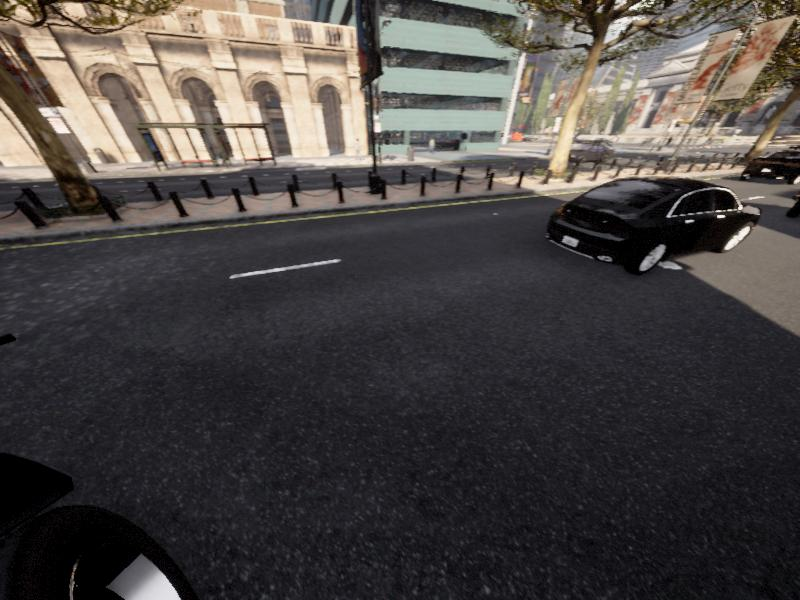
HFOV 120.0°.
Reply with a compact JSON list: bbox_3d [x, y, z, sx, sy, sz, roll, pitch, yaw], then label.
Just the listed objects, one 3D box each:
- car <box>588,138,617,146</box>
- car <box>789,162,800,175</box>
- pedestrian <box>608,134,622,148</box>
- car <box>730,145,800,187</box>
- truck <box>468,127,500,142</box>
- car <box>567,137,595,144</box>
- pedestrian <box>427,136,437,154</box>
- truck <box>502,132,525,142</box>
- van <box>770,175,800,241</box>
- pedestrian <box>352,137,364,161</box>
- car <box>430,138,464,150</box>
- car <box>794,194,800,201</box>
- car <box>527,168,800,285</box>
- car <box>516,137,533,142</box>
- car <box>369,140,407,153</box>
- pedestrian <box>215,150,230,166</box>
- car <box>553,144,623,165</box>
[{"bbox_3d":[44.583,-35.003,51.027,1.994,1.385,4.181,-12,37,-16],"label":"car"},{"bbox_3d":[27.514,-8.637,14.401,3.806,1.475,1.970,-12,37,-16],"label":"car"},{"bbox_3d":[36.923,-27.329,39.703,0.751,1.860,0.751,-6,36,-8],"label":"pedestrian"},{"bbox_3d":[21.573,-7.449,12.649,5.238,1.638,1.930,-12,37,-16],"label":"car"},{"bbox_3d":[26.502,-52.466,73.349,8.468,3.827,2.891,22,41,28],"label":"truck"},{"bbox_3d":[45.272,-39.939,57.873,2.033,1.411,5.357,-12,37,-16],"label":"car"},{"bbox_3d":[4.017,-19.410,28.914,0.751,1.860,0.751,-16,39,-21],"label":"pedestrian"},{"bbox_3d":[35.173,-50.532,71.763,2.627,2.467,5.204,-30,45,-34],"label":"truck"},{"bbox_3d":[12.339,-2.732,5.808,4.480,2.038,2.069,-30,45,-34],"label":"van"},{"bbox_3d":[-3.873,-14.029,21.483,0.751,1.860,0.751,-11,37,-15],"label":"pedestrian"},{"bbox_3d":[7.859,-26.256,38.806,4.902,1.511,2.128,-12,37,-16],"label":"car"},{"bbox_3d":[18.651,-4.663,8.793,5.238,1.638,1.930,-12,37,-16],"label":"car"},{"bbox_3d":[5.679,-1.861,5.110,4.892,1.490,1.837,-12,37,-16],"label":"car"},{"bbox_3d":[39.182,-50.606,72.765,1.994,1.385,4.181,-30,45,-34],"label":"car"},{"bbox_3d":[-1.665,-21.648,32.531,4.786,1.482,2.161,-12,37,-16],"label":"car"},{"bbox_3d":[-14.375,-11.523,18.721,0.500,1.100,0.500,-12,37,-16],"label":"pedestrian"},{"bbox_3d":[17.343,-13.585,21.423,5.357,1.411,2.033,-12,37,-16],"label":"car"}]
